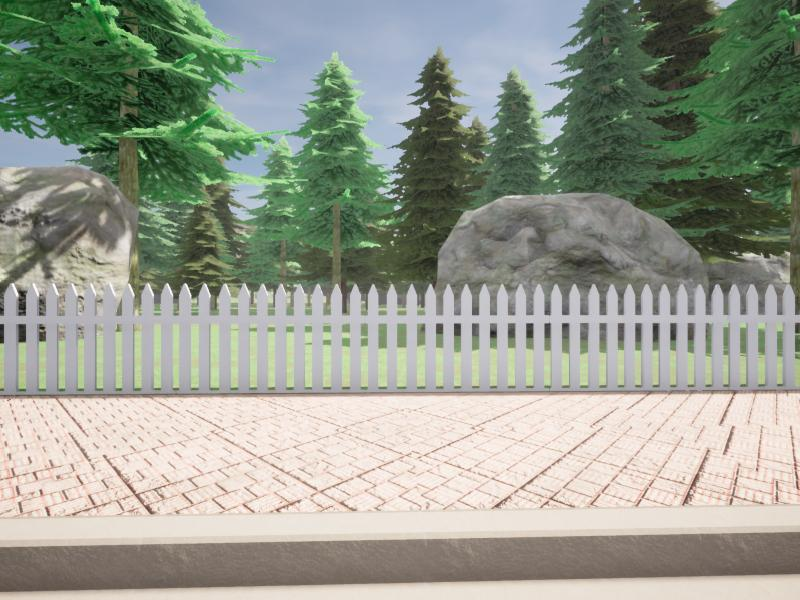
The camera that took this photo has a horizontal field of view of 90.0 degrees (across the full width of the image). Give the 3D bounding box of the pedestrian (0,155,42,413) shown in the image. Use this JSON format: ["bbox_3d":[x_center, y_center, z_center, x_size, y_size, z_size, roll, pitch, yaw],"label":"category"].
[{"bbox_3d":[-3.258,-0.115,2.846,0.751,1.860,0.751,0,0,-2],"label":"pedestrian"}]
